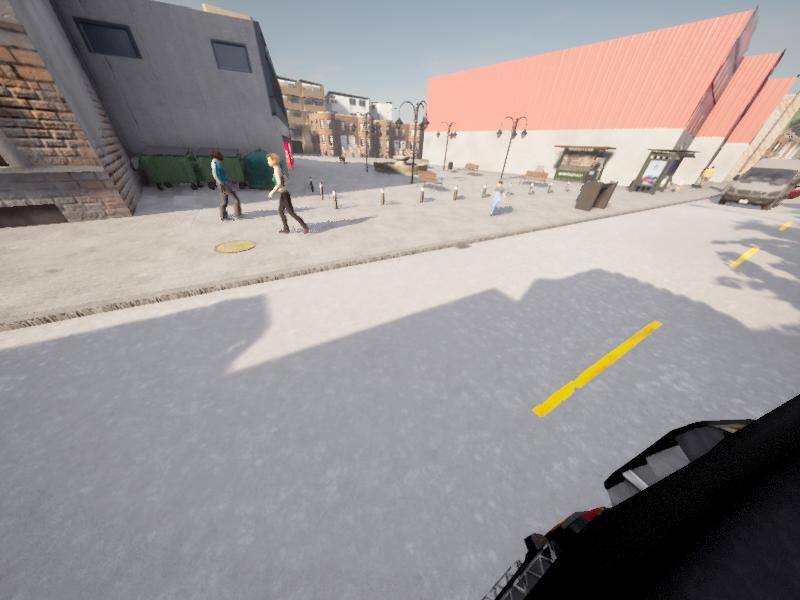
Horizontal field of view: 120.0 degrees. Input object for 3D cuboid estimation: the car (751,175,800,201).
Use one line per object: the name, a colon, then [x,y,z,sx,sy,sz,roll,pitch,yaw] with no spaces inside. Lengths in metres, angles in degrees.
car: [32.571,-9.564,19.560,4.792,1.488,2.163,-16,38,-26]

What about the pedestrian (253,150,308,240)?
pedestrian: [-2.858,-2.549,5.661,0.751,1.860,0.751,-12,36,-21]

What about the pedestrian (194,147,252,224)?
pedestrian: [-5.035,-3.279,6.680,0.751,1.860,0.751,-18,39,-28]

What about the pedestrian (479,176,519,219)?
pedestrian: [3.623,-3.791,8.542,0.751,1.300,0.751,-18,39,-29]

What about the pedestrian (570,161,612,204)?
pedestrian: [9.688,-5.953,11.765,0.751,1.860,0.751,-13,37,-23]

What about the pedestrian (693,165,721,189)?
pedestrian: [28.658,-11.485,21.576,0.751,1.860,0.751,-26,43,-36]

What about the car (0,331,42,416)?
car: [-5.418,0.996,0.338,4.605,1.855,1.932,-16,38,-27]

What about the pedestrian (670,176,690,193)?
pedestrian: [21.405,-8.799,17.652,0.500,1.100,0.500,-21,40,-31]

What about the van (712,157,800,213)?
van: [22.286,-7.096,14.083,5.915,2.561,1.988,-16,38,-26]
